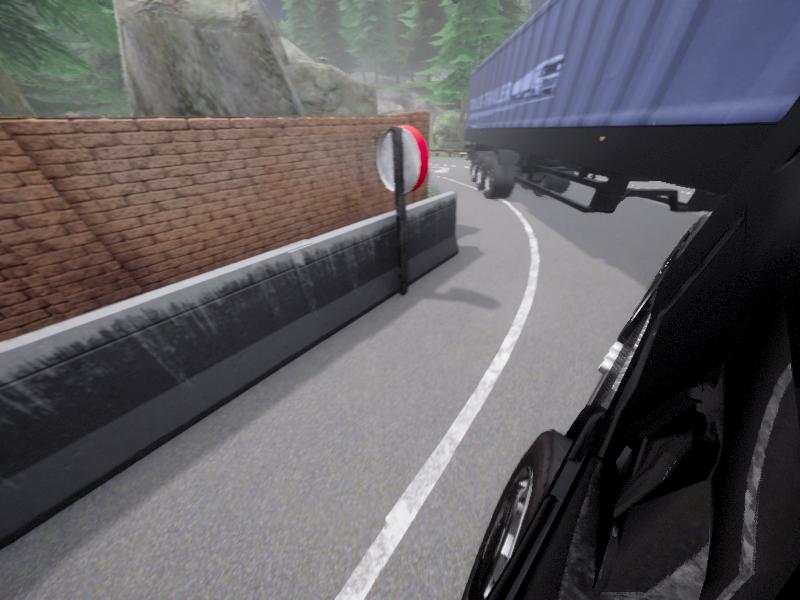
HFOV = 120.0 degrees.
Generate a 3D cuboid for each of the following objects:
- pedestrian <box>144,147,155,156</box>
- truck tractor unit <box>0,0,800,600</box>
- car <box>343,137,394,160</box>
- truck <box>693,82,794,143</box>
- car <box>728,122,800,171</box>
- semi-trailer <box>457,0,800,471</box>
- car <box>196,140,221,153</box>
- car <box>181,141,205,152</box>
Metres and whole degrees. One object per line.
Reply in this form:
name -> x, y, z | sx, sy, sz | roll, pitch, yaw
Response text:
pedestrian -> -36.286, -21.556, 33.487 | 0.500, 1.100, 0.500 | -7, 37, -5
truck tractor unit -> 2.645, -0.295, 0.351 | 6.516, 4.208, 3.053 | -28, 44, -30
car -> -2.779, -13.288, 20.215 | 4.181, 1.385, 1.994 | 27, 46, 34
truck -> 31.449, -17.393, 21.769 | 2.891, 3.827, 8.468 | 27, 46, 33
car -> 18.702, -7.556, 11.200 | 2.242, 1.667, 4.611 | 27, 45, 33
semi-trailer -> 4.339, -4.749, 6.057 | 2.717, 4.402, 14.254 | 1, 37, 2
car -> -30.919, -24.779, 37.265 | 2.033, 1.649, 4.856 | -31, 45, -32
car -> -39.241, -29.200, 43.842 | 4.902, 1.511, 2.128 | 27, 46, 34
